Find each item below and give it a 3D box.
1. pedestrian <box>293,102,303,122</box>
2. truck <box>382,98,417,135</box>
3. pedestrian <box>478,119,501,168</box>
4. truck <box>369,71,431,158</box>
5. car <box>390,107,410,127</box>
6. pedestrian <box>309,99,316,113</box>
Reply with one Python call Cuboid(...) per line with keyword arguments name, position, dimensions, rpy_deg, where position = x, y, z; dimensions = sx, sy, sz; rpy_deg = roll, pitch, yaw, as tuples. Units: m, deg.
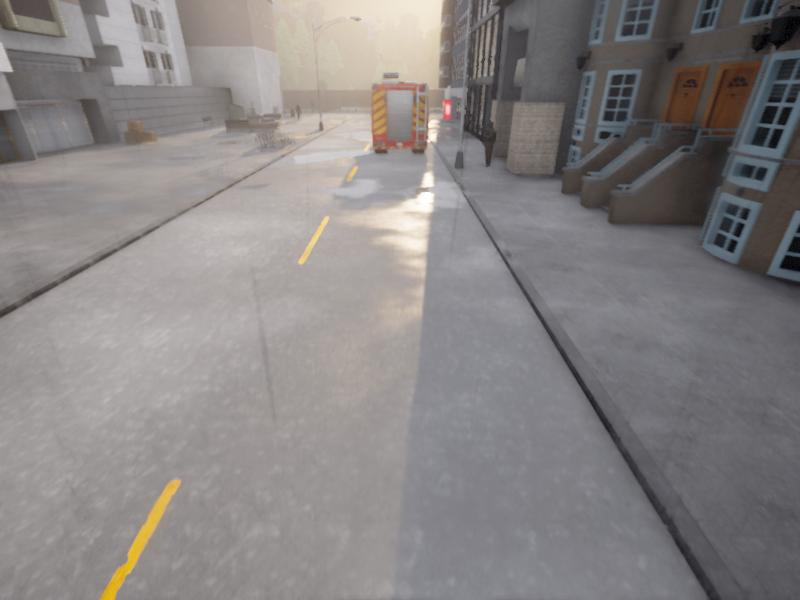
Cuboid(name="pedestrian", position=(-10.818, -19.997, 42.563), dimensions=(0.751, 1.860, 0.751), rpy_deg=(-5, 28, -9))
Cuboid(name="truck", position=(-0.018, -14.988, 32.541), dimensions=(2.627, 2.467, 5.204), rpy_deg=(0, 28, 0))
Cuboid(name="pedestrian", position=(3.749, -6.561, 16.779), dimensions=(0.751, 1.860, 0.751), rpy_deg=(6, 28, 11))
Cuboid(name="truck", position=(-0.009, -10.840, 23.134), dimensions=(2.891, 3.827, 8.468), rpy_deg=(0, 28, 0))
Cuboid(name="car", position=(-0.022, -18.330, 39.992), dimensions=(1.837, 1.490, 4.892), rpy_deg=(0, 28, 0))
Cuboid(name="pedestrian", position=(-13.654, -30.308, 62.504), dimensions=(0.751, 1.860, 0.751), rpy_deg=(0, 28, 0))
